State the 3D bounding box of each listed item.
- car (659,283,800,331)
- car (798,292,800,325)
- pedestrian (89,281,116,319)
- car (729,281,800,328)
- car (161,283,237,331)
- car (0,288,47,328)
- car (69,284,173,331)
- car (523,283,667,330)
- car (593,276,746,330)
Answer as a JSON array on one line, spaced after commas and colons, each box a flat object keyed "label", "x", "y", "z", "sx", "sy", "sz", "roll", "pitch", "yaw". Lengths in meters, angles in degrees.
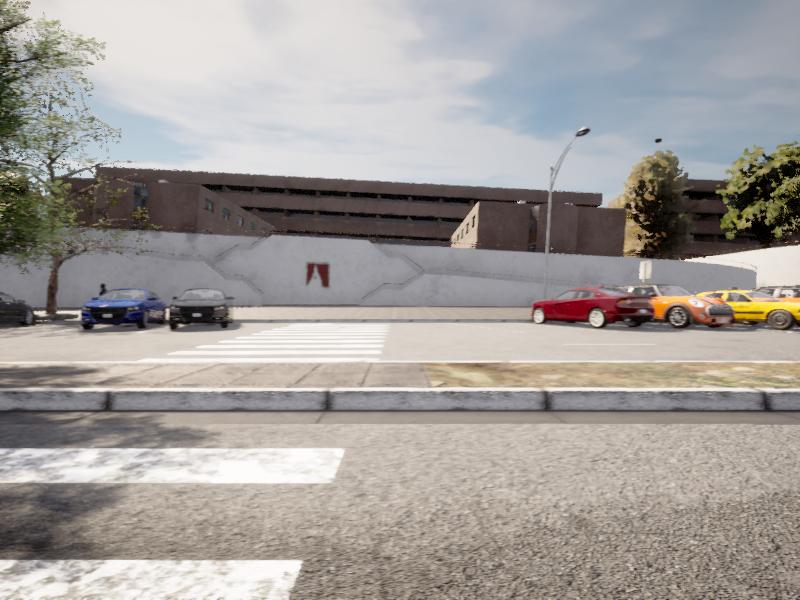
[{"label": "car", "x": 13.292, "y": 0.279, "z": 15.504, "sx": 1.946, "sy": 1.575, "sz": 5.366, "roll": 1, "pitch": -1, "yaw": -20}, {"label": "car", "x": 19.172, "y": 0.382, "z": 15.684, "sx": 2.002, "sy": 1.452, "sz": 4.674, "roll": 1, "pitch": -1, "yaw": -20}, {"label": "pedestrian", "x": -15.319, "y": -0.006, "z": 20.614, "sx": 0.751, "sy": 1.860, "sz": 0.751, "roll": 3, "pitch": 0, "yaw": -3}, {"label": "car", "x": 16.189, "y": 0.185, "z": 15.710, "sx": 2.185, "sy": 1.767, "sz": 4.553, "roll": 1, "pitch": -1, "yaw": -20}, {"label": "car", "x": -7.603, "y": 0.268, "z": 15.661, "sx": 2.097, "sy": 1.535, "sz": 5.008, "roll": 0, "pitch": -1, "yaw": -20}, {"label": "car", "x": -16.479, "y": 0.341, "z": 15.684, "sx": 2.231, "sy": 1.521, "sz": 4.892, "roll": 0, "pitch": -1, "yaw": -19}, {"label": "car", "x": -10.566, "y": 0.289, "z": 15.662, "sx": 2.097, "sy": 1.535, "sz": 5.008, "roll": 0, "pitch": -1, "yaw": -20}, {"label": "car", "x": 7.269, "y": 0.250, "z": 15.663, "sx": 2.097, "sy": 1.535, "sz": 5.008, "roll": 0, "pitch": -1, "yaw": -20}, {"label": "car", "x": 10.237, "y": 0.139, "z": 15.707, "sx": 2.185, "sy": 1.767, "sz": 4.553, "roll": 1, "pitch": -1, "yaw": -20}]
